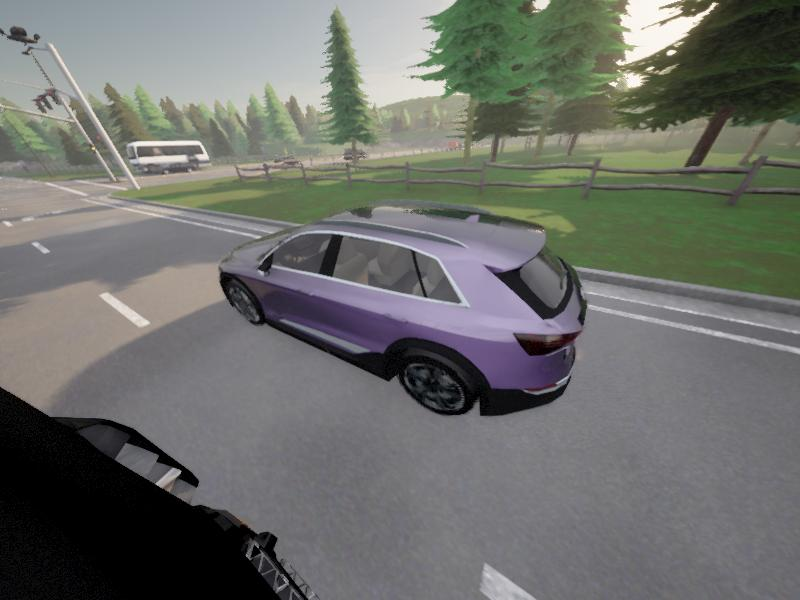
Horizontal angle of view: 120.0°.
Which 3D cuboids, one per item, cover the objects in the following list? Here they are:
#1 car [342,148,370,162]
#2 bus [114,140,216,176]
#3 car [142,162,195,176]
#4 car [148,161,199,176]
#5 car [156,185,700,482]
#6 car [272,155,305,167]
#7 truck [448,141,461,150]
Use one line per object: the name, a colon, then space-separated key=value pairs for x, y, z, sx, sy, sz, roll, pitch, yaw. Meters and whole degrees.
car: x=-8.319 y=-27.925 z=44.370 sx=2.150 sy=2.045 sz=5.566 roll=16 pitch=38 yaw=25
bus: x=-37.692 y=-23.458 z=37.915 sx=3.944 sy=4.253 sz=10.273 roll=15 pitch=38 yaw=25
car: x=-35.683 y=-20.419 z=35.797 sx=2.033 sy=1.411 sz=5.357 roll=15 pitch=38 yaw=25
car: x=-32.953 y=-19.279 z=33.803 sx=1.837 sy=1.490 sz=4.892 roll=15 pitch=38 yaw=25
car: x=-0.468 y=-0.394 z=3.077 sx=4.856 sy=1.649 sz=2.033 roll=16 pitch=38 yaw=26
car: x=-19.341 y=-24.262 z=40.225 sx=1.837 sy=1.490 sz=4.892 roll=15 pitch=38 yaw=25
truck: x=19.770 y=-56.022 z=83.820 sx=2.627 sy=2.467 sz=5.204 roll=16 pitch=38 yaw=26
